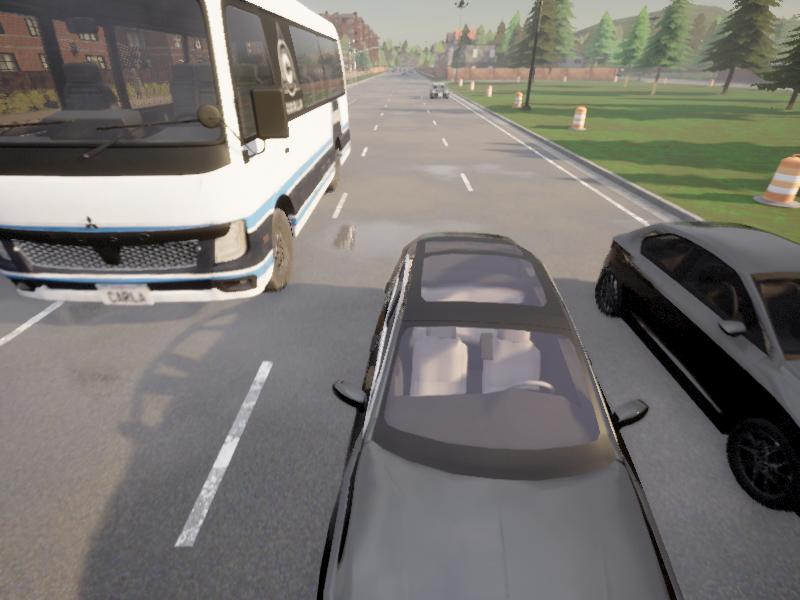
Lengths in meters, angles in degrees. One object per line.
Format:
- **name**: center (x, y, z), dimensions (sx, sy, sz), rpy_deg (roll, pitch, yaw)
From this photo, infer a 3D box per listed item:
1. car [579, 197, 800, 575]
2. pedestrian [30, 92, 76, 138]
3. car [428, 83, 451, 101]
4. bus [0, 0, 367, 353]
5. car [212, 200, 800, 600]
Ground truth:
- **car**: center (3.684, 0.274, 4.072), dimensions (1.816, 1.474, 4.193), rpy_deg (0, 30, 0)
- **pedestrian**: center (-15.881, -8.492, 18.362), dimensions (0.751, 1.860, 0.751), rpy_deg (0, 30, 0)
- **car**: center (4.072, -21.763, 41.766), dimensions (1.970, 1.475, 3.806), rpy_deg (0, 30, 0)
- **bus**: center (-3.147, -3.784, 8.274), dimensions (3.944, 4.253, 10.273), rpy_deg (0, 30, 0)
- **car**: center (0.646, 0.611, 3.464), dimensions (2.128, 1.511, 4.902), rpy_deg (3, 30, 5)
